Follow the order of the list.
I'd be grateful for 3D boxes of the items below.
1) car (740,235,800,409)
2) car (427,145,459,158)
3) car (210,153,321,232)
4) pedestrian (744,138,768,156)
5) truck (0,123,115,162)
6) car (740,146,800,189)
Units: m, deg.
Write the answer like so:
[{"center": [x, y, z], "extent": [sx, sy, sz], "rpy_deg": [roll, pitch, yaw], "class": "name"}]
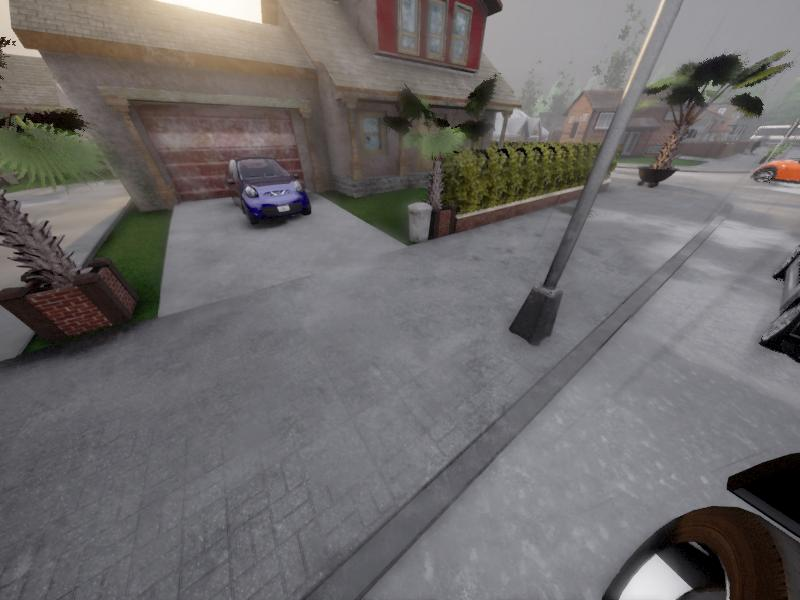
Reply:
[{"center": [6.544, -0.172, 2.709], "extent": [5.238, 1.638, 1.930], "rpy_deg": [-22, 41, -28], "class": "car"}, {"center": [5.947, -20.844, 32.279], "extent": [1.994, 1.385, 4.181], "rpy_deg": [-22, 40, -28], "class": "car"}, {"center": [-4.139, -3.473, 7.009], "extent": [1.845, 1.501, 3.633], "rpy_deg": [-24, 42, -30], "class": "car"}, {"center": [46.277, -19.928, 30.063], "extent": [0.751, 1.860, 0.751], "rpy_deg": [-16, 38, -21], "class": "pedestrian"}, {"center": [-44.908, -20.626, 30.174], "extent": [8.468, 3.827, 2.891], "rpy_deg": [-22, 41, -28], "class": "truck"}, {"center": [21.521, -6.606, 11.594], "extent": [2.097, 1.767, 4.553], "rpy_deg": [2, 35, 4], "class": "car"}]
